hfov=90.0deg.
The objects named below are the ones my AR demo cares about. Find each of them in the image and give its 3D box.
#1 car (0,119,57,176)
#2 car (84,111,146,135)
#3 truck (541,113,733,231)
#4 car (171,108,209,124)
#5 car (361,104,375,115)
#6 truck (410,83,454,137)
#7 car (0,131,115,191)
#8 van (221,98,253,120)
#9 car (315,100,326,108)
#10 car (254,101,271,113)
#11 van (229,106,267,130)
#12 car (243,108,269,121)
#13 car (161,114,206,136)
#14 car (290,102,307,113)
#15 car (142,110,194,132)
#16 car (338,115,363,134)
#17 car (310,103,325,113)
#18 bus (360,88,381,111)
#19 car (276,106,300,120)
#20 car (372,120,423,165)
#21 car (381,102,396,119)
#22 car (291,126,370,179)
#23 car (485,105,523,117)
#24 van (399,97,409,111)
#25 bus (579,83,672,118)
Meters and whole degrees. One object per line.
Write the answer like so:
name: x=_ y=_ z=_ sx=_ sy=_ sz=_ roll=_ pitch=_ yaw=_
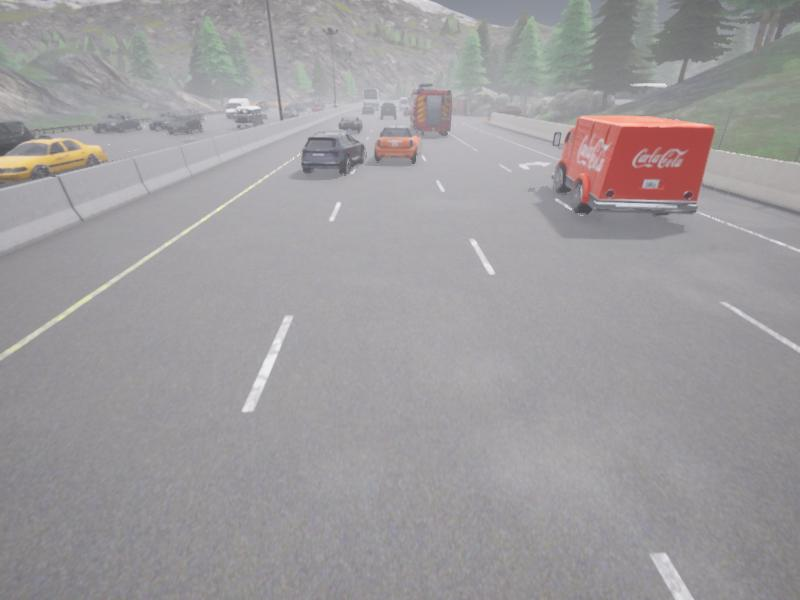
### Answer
car: x=-17.820 y=-6.277 z=16.637 sx=2.150 sy=2.045 sz=5.566 roll=-1 pitch=27 yaw=-1
car: x=-25.461 y=-15.991 z=35.993 sx=2.242 sy=1.667 sz=4.611 roll=-1 pitch=27 yaw=-1
truck: x=6.312 y=-4.060 z=11.855 sx=2.627 sy=2.467 sz=5.204 roll=2 pitch=27 yaw=4
car: x=-25.908 y=-22.835 z=49.510 sx=2.128 sy=1.511 sz=4.902 roll=-1 pitch=28 yaw=-2
car: x=-5.623 y=-34.012 z=71.356 sx=2.163 sy=1.488 sz=4.792 roll=-1 pitch=27 yaw=-2
truck: x=2.562 y=-16.854 z=35.318 sx=2.891 sy=3.827 sz=8.468 roll=-1 pitch=27 yaw=-2
car: x=-14.299 y=-5.779 z=16.175 sx=1.801 sy=1.575 sz=5.366 roll=-1 pitch=27 yaw=-2
van: x=-22.632 y=-26.732 z=55.950 sx=1.988 sy=2.561 sz=5.915 roll=-1 pitch=27 yaw=-2
car: x=-20.538 y=-50.676 z=103.429 sx=1.905 sy=1.878 sz=3.866 roll=0 pitch=27 yaw=-1
car: x=-26.860 y=-37.696 z=78.111 sx=1.905 sy=1.878 sz=3.866 roll=-1 pitch=27 yaw=-2
van: x=-15.094 y=-18.278 z=40.059 sx=2.069 sy=2.038 sz=4.480 roll=-1 pitch=27 yaw=-1
car: x=-19.023 y=-24.576 z=53.070 sx=1.994 sy=1.385 sz=4.181 roll=-1 pitch=27 yaw=-2
car: x=-18.400 y=-15.038 z=34.265 sx=1.789 sy=1.549 sz=3.705 roll=-1 pitch=27 yaw=-1
car: x=-19.863 y=-37.767 z=78.341 sx=2.097 sy=1.767 sz=4.553 roll=-1 pitch=27 yaw=-2
car: x=-22.033 y=-17.117 z=38.189 sx=2.242 sy=1.667 sz=4.611 roll=-1 pitch=27 yaw=-2
car: x=-4.474 y=-16.162 z=36.739 sx=1.895 sy=1.301 sz=4.718 roll=-1 pitch=27 yaw=-2
car: x=-16.401 y=-38.242 z=79.632 sx=2.007 sy=1.525 sz=4.514 roll=-1 pitch=27 yaw=-2
bus: x=-6.258 y=-43.197 z=86.222 sx=3.944 sy=4.253 sz=10.273 roll=-1 pitch=27 yaw=-2
car: x=-15.620 y=-26.170 z=56.002 sx=2.038 sy=1.542 sz=4.974 roll=-1 pitch=27 yaw=-1
car: x=0.003 y=-8.415 z=21.081 sx=2.097 sy=1.767 sz=4.553 roll=3 pitch=27 yaw=6
car: x=-1.676 y=-27.398 z=57.835 sx=2.150 sy=2.045 sz=5.566 roll=-1 pitch=27 yaw=-2
car: x=-2.930 y=-6.794 z=18.103 sx=2.033 sy=1.649 sz=4.856 roll=4 pitch=27 yaw=8
car: x=14.902 y=-27.127 z=57.509 sx=4.792 sy=1.488 sz=2.163 roll=0 pitch=27 yaw=0
van: x=0.841 y=-42.896 z=87.475 sx=1.988 sy=2.561 sz=5.915 roll=-1 pitch=27 yaw=-2
bus: x=31.893 y=-28.461 z=57.052 sx=10.273 sy=4.253 sz=3.944 roll=-1 pitch=27 yaw=-1
